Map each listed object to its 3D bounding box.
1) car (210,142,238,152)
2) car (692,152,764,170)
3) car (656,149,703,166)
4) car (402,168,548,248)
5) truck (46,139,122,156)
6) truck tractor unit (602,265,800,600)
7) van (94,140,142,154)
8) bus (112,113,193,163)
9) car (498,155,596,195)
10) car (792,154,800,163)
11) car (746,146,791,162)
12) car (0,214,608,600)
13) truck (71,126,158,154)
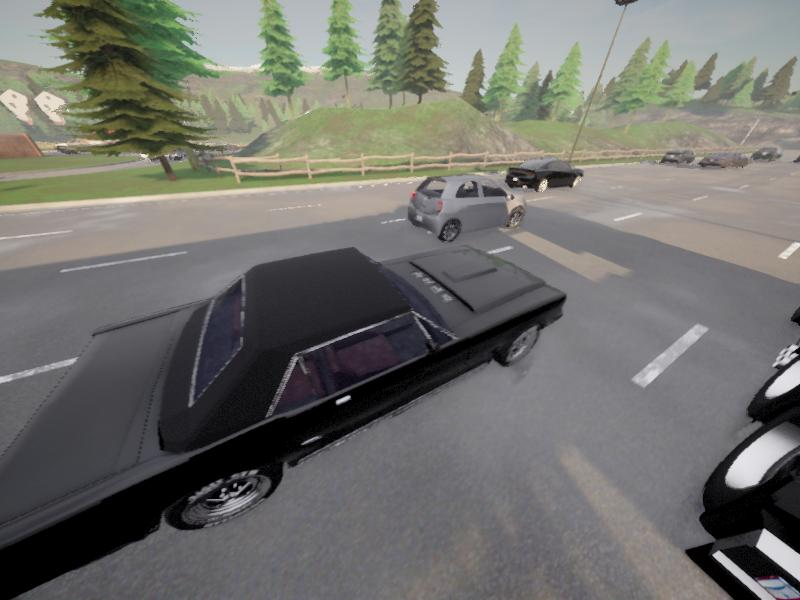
[{"bbox_3d":[-38.314,-33.482,50.455,4.611,1.667,2.242,-17,38,-23],"label":"car"},{"bbox_3d":[32.926,-14.026,23.231,5.357,1.411,2.033,-10,36,-14],"label":"car"},{"bbox_3d":[32.893,-16.880,27.217,4.514,1.525,2.007,-17,38,-23],"label":"car"},{"bbox_3d":[2.099,-2.889,6.834,3.633,1.501,1.845,-17,38,-23],"label":"car"},{"bbox_3d":[-48.664,-23.744,35.874,6.274,2.098,2.390,-17,38,-23],"label":"truck"},{"bbox_3d":[5.111,-0.301,0.778,6.516,4.208,3.053,-18,39,-24],"label":"truck tractor unit"},{"bbox_3d":[-47.978,-26.179,39.479,4.442,1.987,1.775,-17,38,-23],"label":"van"},{"bbox_3d":[-29.556,-19.829,28.526,3.944,4.253,10.273,-18,39,-26],"label":"bus"},{"bbox_3d":[8.116,-7.012,12.807,5.008,1.535,1.882,-17,38,-23],"label":"car"},{"bbox_3d":[54.490,-18.885,30.425,4.181,1.385,1.994,-17,38,-23],"label":"car"},{"bbox_3d":[51.063,-20.285,32.034,4.553,1.767,2.097,-17,38,-23],"label":"car"},{"bbox_3d":[-0.360,0.236,2.527,4.718,1.301,1.895,-17,38,-23],"label":"car"},{"bbox_3d":[-50.272,-28.512,41.196,8.468,3.827,2.891,-17,38,-23],"label":"truck"}]
